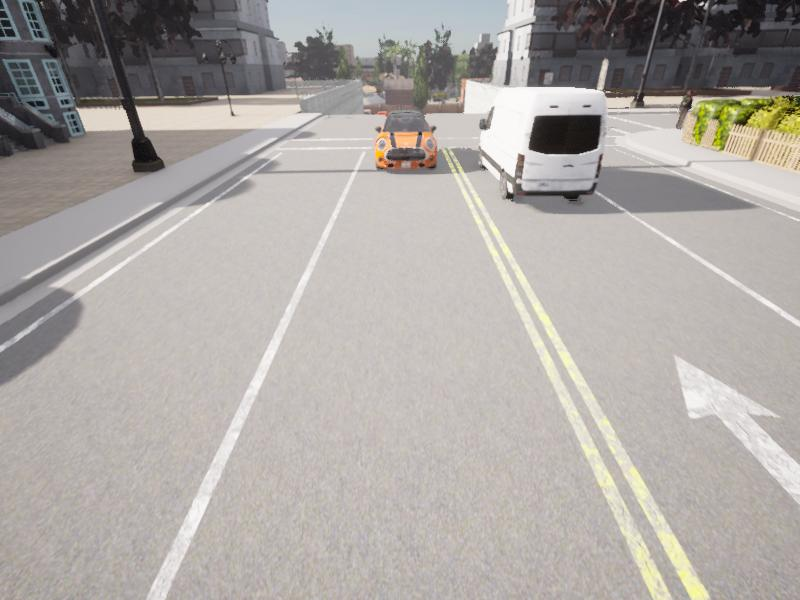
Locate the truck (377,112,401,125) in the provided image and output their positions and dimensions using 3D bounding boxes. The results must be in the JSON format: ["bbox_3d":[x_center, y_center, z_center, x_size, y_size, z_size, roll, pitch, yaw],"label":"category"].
[{"bbox_3d":[-2.379,-40.644,89.535,5.204,2.467,2.627,-1,30,1],"label":"truck"}]

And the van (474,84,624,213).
[{"bbox_3d":[3.687,-4.664,11.499,1.988,2.561,5.915,0,30,1],"label":"van"}]

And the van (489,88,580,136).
[{"bbox_3d":[7.218,-10.186,21.513,4.480,2.038,2.069,-19,34,-31],"label":"van"}]

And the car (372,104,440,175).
[{"bbox_3d":[0.215,-6.011,14.650,2.097,1.767,4.553,0,30,1],"label":"car"}]

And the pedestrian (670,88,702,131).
[{"bbox_3d":[14.038,-9.392,19.708,0.751,1.860,0.751,14,33,24],"label":"pedestrian"}]
